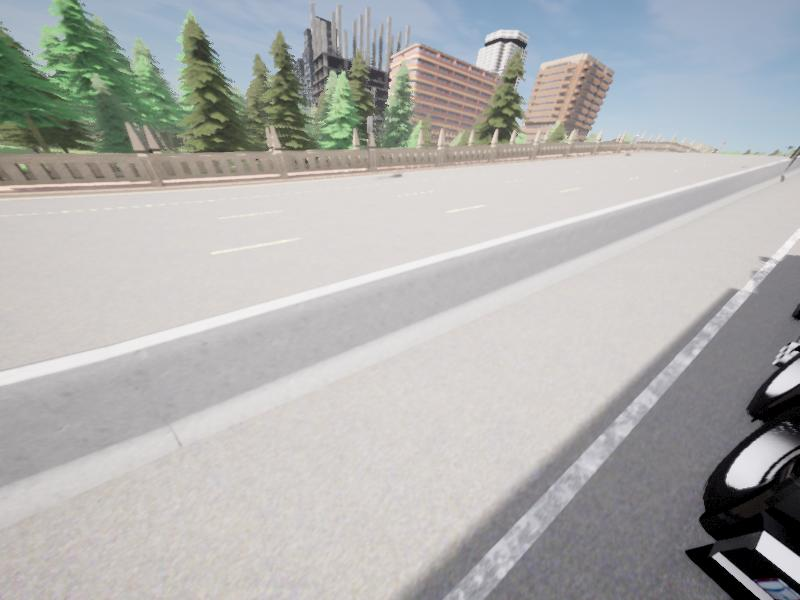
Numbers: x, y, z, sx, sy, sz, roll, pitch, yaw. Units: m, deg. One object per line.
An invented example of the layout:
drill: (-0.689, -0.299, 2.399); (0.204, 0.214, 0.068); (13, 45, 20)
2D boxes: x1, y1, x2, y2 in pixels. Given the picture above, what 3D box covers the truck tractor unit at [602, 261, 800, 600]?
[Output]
truck tractor unit: (5.094, -0.321, 0.765); (6.516, 4.208, 3.053); (-19, 39, -24)
